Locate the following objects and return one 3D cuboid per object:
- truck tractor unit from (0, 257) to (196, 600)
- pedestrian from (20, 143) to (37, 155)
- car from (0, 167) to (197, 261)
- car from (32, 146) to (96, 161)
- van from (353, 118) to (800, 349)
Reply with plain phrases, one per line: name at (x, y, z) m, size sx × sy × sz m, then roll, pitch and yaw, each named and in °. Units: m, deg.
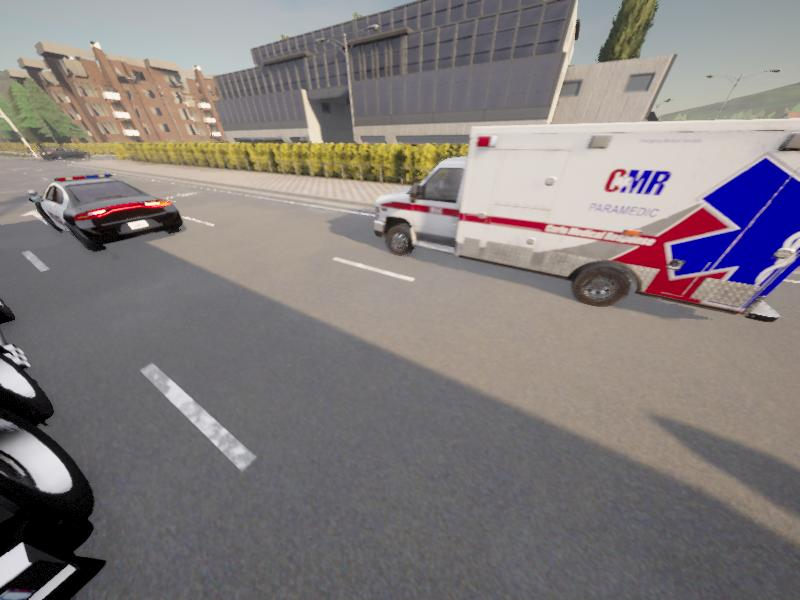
truck tractor unit at (-5.099, -0.312, 0.797) m, size 6.516 × 4.208 × 3.053 m, roll 19°, pitch 39°, yaw 25°
pedestrian at (-71.745, -29.223, 44.607) m, size 0.751 × 1.860 × 0.751 m, roll 18°, pitch 39°, yaw 24°
car at (-8.688, -2.754, 6.688) m, size 4.974 × 1.542 × 2.038 m, roll 18°, pitch 39°, yaw 24°
car at (-48.607, -21.346, 33.584) m, size 2.242 × 1.667 × 4.611 m, roll 5°, pitch 35°, yaw 9°
van at (2.495, -1.828, 4.479) m, size 6.366 × 2.431 × 2.351 m, roll 18°, pitch 39°, yaw 24°
